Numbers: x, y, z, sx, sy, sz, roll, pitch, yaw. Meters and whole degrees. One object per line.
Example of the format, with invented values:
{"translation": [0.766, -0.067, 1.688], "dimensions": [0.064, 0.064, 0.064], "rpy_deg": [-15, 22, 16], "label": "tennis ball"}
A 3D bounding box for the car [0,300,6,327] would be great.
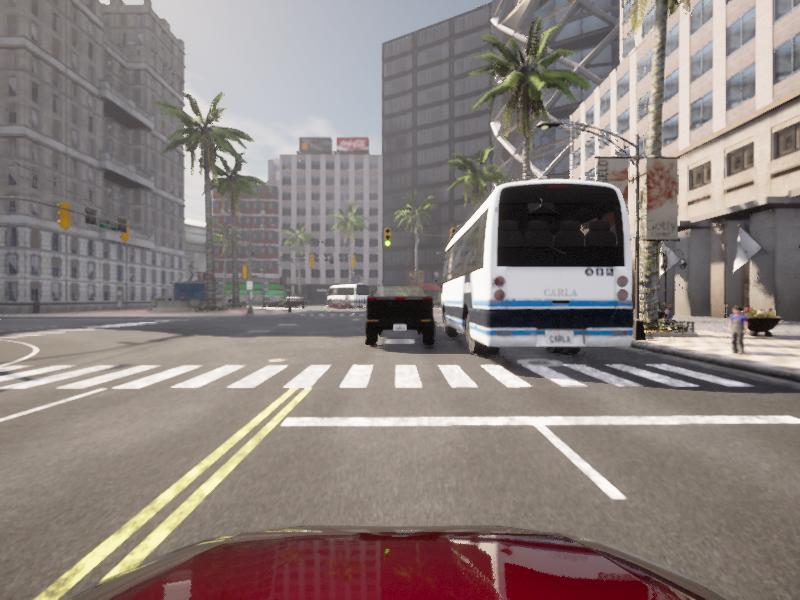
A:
{"translation": [-25.439, 0.762, 22.221], "dimensions": [5.366, 1.575, 1.801], "rpy_deg": [0, 0, 0], "label": "car"}

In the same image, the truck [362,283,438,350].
{"translation": [-0.001, 0.515, 15.743], "dimensions": [2.390, 2.098, 6.274], "rpy_deg": [0, 0, 0], "label": "truck"}

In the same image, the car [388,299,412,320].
{"translation": [-0.003, 0.744, 32.904], "dimensions": [1.801, 1.575, 5.366], "rpy_deg": [0, 0, 0], "label": "car"}

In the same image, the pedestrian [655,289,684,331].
{"translation": [12.129, 0.454, 18.031], "dimensions": [0.751, 1.860, 0.751], "rpy_deg": [0, 0, -9], "label": "pedestrian"}

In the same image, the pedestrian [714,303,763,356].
{"translation": [8.877, 0.747, 10.510], "dimensions": [0.751, 1.300, 0.751], "rpy_deg": [0, 0, -26], "label": "pedestrian"}

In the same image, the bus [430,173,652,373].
{"translation": [3.376, -0.560, 13.639], "dimensions": [3.944, 4.253, 10.273], "rpy_deg": [0, 0, 0], "label": "bus"}

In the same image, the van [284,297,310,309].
{"translation": [-18.218, 0.448, 70.664], "dimensions": [4.480, 2.038, 2.069], "rpy_deg": [0, -1, 38], "label": "van"}

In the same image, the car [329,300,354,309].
{"translation": [-9.831, 0.735, 66.714], "dimensions": [2.163, 1.488, 4.792], "rpy_deg": [0, 0, -37], "label": "car"}

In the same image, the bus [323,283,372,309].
{"translation": [-9.551, -0.660, 71.914], "dimensions": [3.944, 4.253, 10.273], "rpy_deg": [1, 0, -39], "label": "bus"}
